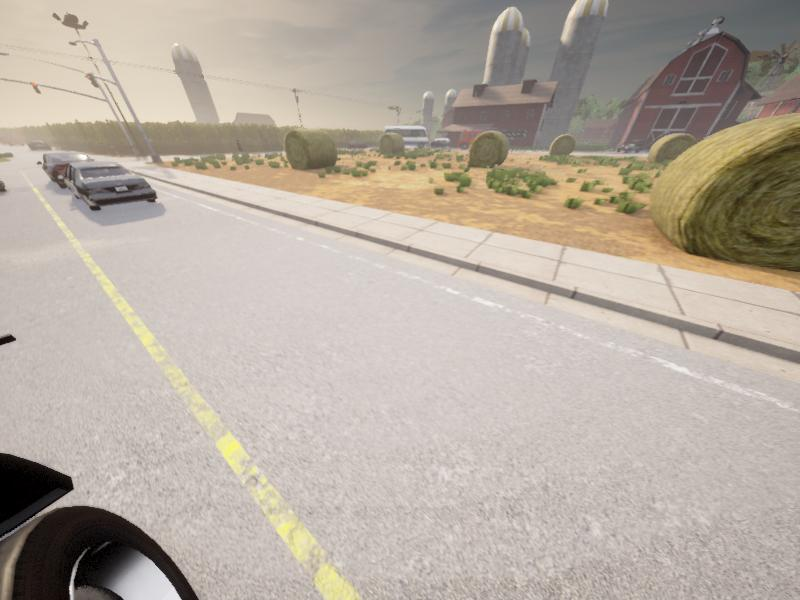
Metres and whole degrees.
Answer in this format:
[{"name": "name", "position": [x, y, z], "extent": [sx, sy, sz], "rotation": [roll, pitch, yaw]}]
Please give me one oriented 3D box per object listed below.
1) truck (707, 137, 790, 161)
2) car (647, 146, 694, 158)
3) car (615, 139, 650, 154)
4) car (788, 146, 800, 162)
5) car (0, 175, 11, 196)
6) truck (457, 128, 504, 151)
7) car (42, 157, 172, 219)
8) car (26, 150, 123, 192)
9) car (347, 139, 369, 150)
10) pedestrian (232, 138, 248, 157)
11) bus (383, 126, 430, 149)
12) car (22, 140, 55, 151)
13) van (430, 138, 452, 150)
[{"name": "truck", "position": [46.720, -20.492, 31.295], "extent": [5.204, 2.467, 2.627], "rotation": [19, 39, 25]}, {"name": "car", "position": [40.403, -22.281, 34.684], "extent": [4.181, 1.385, 1.994], "rotation": [20, 40, 25]}, {"name": "car", "position": [41.432, -27.419, 41.276], "extent": [3.866, 1.878, 1.905], "rotation": [-8, 42, -8]}, {"name": "car", "position": [52.911, -18.065, 28.438], "extent": [4.605, 1.855, 1.932], "rotation": [19, 39, 25]}, {"name": "car", "position": [-20.007, -5.596, 10.429], "extent": [4.181, 1.385, 1.994], "rotation": [22, 41, 28]}, {"name": "truck", "position": [16.841, -33.970, 48.889], "extent": [8.468, 3.827, 2.891], "rotation": [20, 39, 25]}, {"name": "car", "position": [-11.620, -4.627, 9.125], "extent": [5.357, 1.411, 2.033], "rotation": [22, 41, 28]}, {"name": "car", "position": [-17.663, -7.129, 12.528], "extent": [4.792, 1.488, 2.163], "rotation": [22, 41, 28]}, {"name": "car", "position": [-8.810, -33.044, 49.109], "extent": [2.097, 1.767, 4.553], "rotation": [20, 40, 25]}, {"name": "pedestrian", "position": [-19.289, -18.336, 27.806], "extent": [0.751, 1.860, 0.751], "rotation": [19, 39, 25]}, {"name": "bus", "position": [1.538, -37.068, 52.750], "extent": [10.273, 4.253, 3.944], "rotation": [2, 35, 3]}, {"name": "car", "position": [-61.932, -26.508, 39.558], "extent": [4.792, 1.488, 2.163], "rotation": [20, 40, 26]}, {"name": "van", "position": [9.349, -35.887, 53.069], "extent": [4.480, 2.038, 2.069], "rotation": [20, 40, 25]}]
